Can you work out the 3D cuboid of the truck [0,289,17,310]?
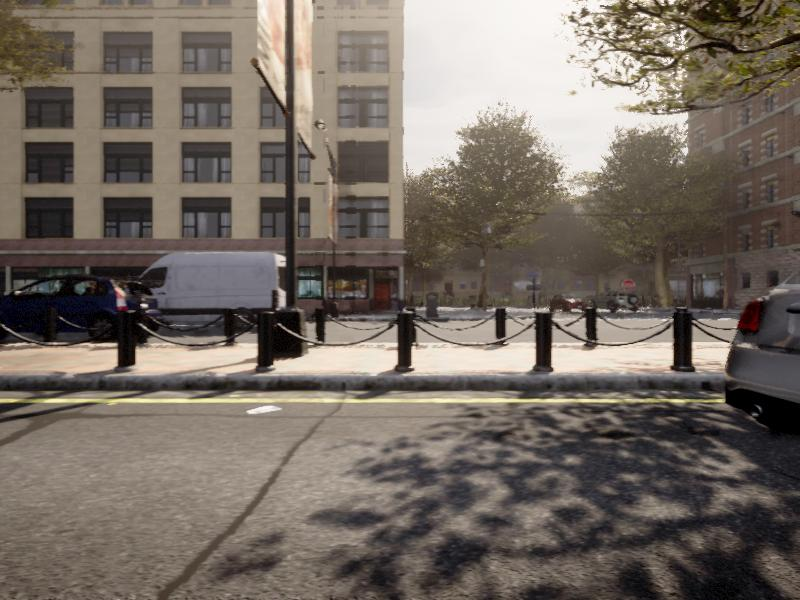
[{"bbox_3d":[-41.390,-0.028,38.817,2.390,2.098,6.274,0,0,1],"label":"truck"}]

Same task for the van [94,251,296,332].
[{"bbox_3d":[-6.766,-0.271,13.704,5.915,2.561,1.988,0,0,0],"label":"van"}]

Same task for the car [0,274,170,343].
[{"bbox_3d":[-8.397,0.195,10.205,3.988,1.617,1.851,0,0,0],"label":"car"}]

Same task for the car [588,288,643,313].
[{"bbox_3d":[17.137,0.042,32.119,1.932,1.855,4.605,0,0,-1],"label":"car"}]

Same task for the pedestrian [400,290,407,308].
[{"bbox_3d":[0.363,-0.115,42.209,0.751,1.860,0.751,0,0,-6],"label":"pedestrian"}]

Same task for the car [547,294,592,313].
[{"bbox_3d":[13.630,0.245,32.503,1.816,1.474,4.193,0,0,-1],"label":"car"}]

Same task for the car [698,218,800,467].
[{"bbox_3d":[4.278,0.251,2.198,3.806,1.475,1.970,0,0,0],"label":"car"}]
